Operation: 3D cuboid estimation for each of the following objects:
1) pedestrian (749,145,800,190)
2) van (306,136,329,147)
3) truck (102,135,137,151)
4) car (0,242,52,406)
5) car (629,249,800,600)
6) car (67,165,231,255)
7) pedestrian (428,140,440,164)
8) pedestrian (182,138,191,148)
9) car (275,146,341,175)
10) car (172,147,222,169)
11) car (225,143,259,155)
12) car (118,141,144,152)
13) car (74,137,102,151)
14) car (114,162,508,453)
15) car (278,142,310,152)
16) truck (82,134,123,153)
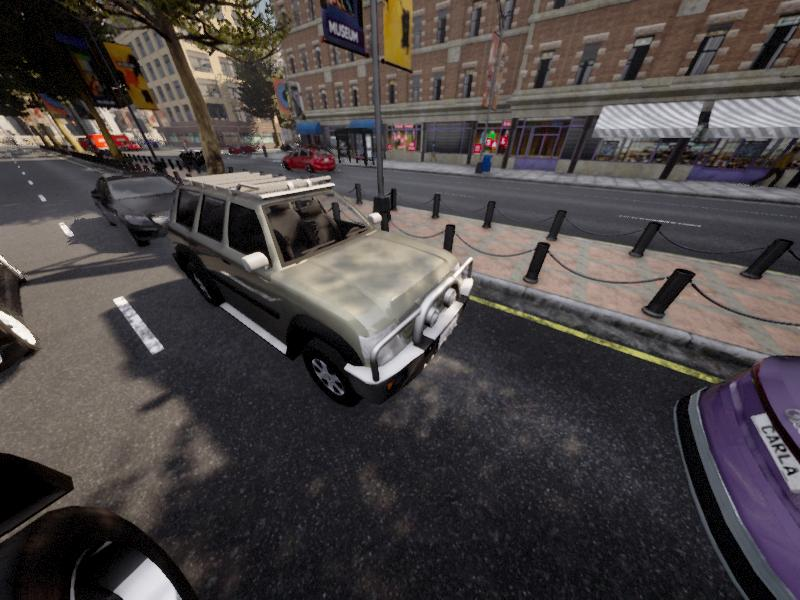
[{"bbox_3d":[18.797,-6.561,11.429,0.751,1.860,0.751,23,41,29],"label":"pedestrian"},{"bbox_3d":[-23.076,-44.434,64.799,6.366,2.431,2.351,22,41,28],"label":"van"},{"bbox_3d":[-54.160,-30.378,44.609,5.204,2.467,2.627,22,41,28],"label":"truck"},{"bbox_3d":[-6.412,-0.048,2.690,4.892,1.490,1.837,22,40,28],"label":"car"},{"bbox_3d":[3.917,1.611,0.240,4.856,1.649,2.033,22,41,28],"label":"car"},{"bbox_3d":[-7.278,-2.847,6.667,4.674,1.442,1.812,22,41,28],"label":"car"},{"bbox_3d":[3.217,-13.972,21.866,0.751,1.860,0.751,22,41,28],"label":"pedestrian"},{"bbox_3d":[-45.788,-33.671,49.560,0.751,1.860,0.751,27,43,33],"label":"pedestrian"},{"bbox_3d":[-7.190,-10.995,18.045,4.611,1.667,2.242,22,41,28],"label":"car"},{"bbox_3d":[-18.461,-13.033,21.042,3.806,1.475,1.970,22,41,28],"label":"car"},{"bbox_3d":[-24.610,-23.637,36.164,1.994,1.385,4.181,7,36,10],"label":"car"},{"bbox_3d":[-48.609,-27.791,41.717,3.988,1.617,1.851,22,41,28],"label":"car"},{"bbox_3d":[-60.717,-30.393,44.959,5.566,2.045,2.150,23,41,29],"label":"car"},{"bbox_3d":[-1.395,-0.649,3.201,4.605,1.855,1.932,22,41,28],"label":"car"},{"bbox_3d":[-19.726,-28.635,43.153,2.038,1.542,4.974,21,40,26],"label":"car"},{"bbox_3d":[-49.523,-26.040,38.480,5.204,2.467,2.627,22,41,28],"label":"truck"}]
